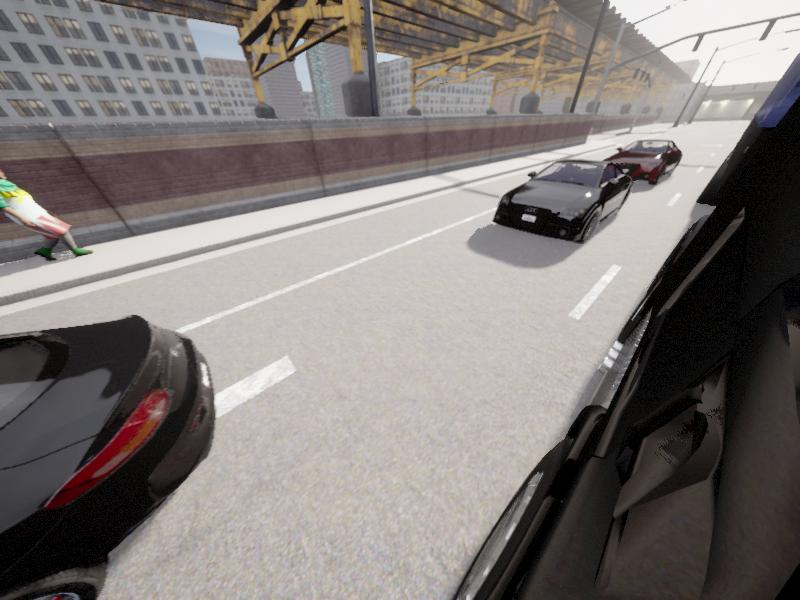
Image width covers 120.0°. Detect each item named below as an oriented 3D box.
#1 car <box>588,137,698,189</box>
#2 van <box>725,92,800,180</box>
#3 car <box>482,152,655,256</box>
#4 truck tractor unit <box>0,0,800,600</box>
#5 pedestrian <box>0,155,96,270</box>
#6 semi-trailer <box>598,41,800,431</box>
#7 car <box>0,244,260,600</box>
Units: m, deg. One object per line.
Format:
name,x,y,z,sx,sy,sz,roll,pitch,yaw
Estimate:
car,10.270,-5.948,9.779,4.181,1.385,1.994,-26,43,-28
van,16.346,-6.969,9.758,5.915,2.561,1.988,-28,44,-31
car,4.285,-2.726,5.867,4.181,1.385,1.994,-28,44,-30
truck tractor unit,2.645,-0.295,0.351,6.516,4.208,3.053,-28,44,-30
pedestrian,-7.254,-1.654,4.465,0.751,1.860,0.751,-28,44,-30
semi-trailer,8.693,-3.612,4.228,14.254,4.402,2.717,-28,44,-30
car,-3.472,1.439,0.745,4.674,1.442,1.812,-28,44,-30
